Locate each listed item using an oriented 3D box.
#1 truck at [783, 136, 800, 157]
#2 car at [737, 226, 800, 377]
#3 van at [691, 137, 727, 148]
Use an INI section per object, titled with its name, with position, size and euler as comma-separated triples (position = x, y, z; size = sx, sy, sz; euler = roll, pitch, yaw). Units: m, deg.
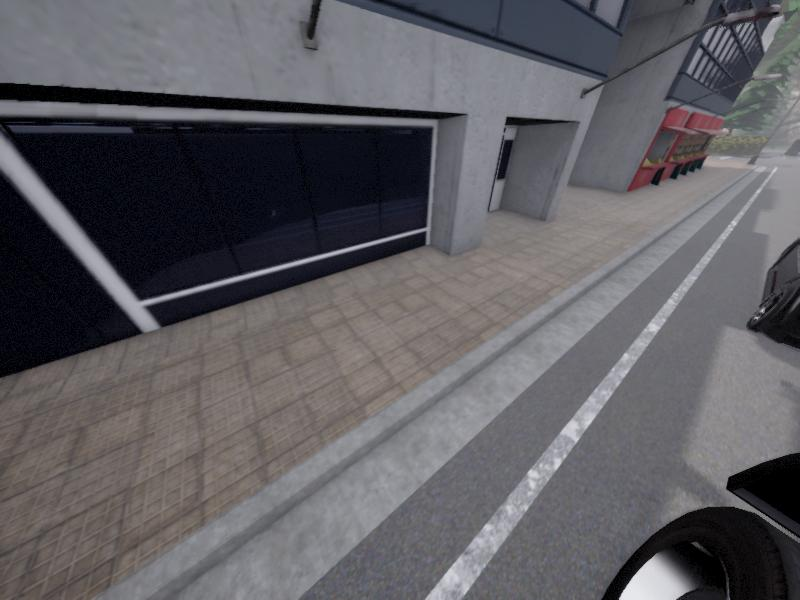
[truck]
position = 52.697, -19.735, 29.665
size = 6.274, 2.098, 2.390
euler = -27, 43, -33
[car]
position = 6.584, -0.142, 2.872
size = 4.181, 1.385, 1.994
euler = -22, 41, -28
[van]
position = 69.297, -35.453, 51.928
size = 1.775, 1.987, 4.442
euler = 0, 35, 0
